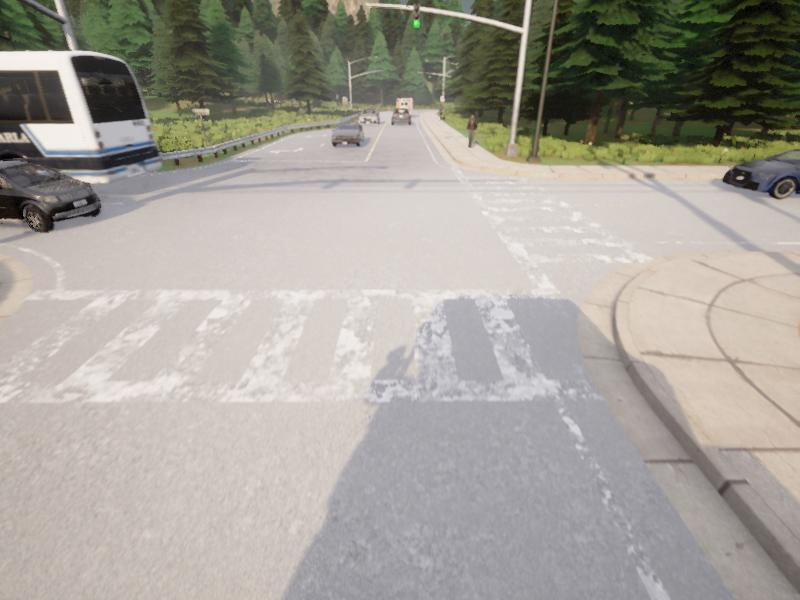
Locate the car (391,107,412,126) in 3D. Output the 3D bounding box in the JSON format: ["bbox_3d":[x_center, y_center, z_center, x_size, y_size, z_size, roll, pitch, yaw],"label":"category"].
[{"bbox_3d":[0.169,-20.658,44.904,2.242,1.667,4.611,0,27,1],"label":"car"}]

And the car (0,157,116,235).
[{"bbox_3d":[-10.003,-2.770,10.416,3.705,1.549,1.789,3,27,8],"label":"car"}]

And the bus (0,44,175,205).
[{"bbox_3d":[-14.210,-5.820,13.414,10.273,4.253,3.944,1,27,2],"label":"bus"}]

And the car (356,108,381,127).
[{"bbox_3d":[-3.346,-20.048,43.738,2.242,1.667,4.611,0,27,1],"label":"car"}]

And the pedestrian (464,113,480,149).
[{"bbox_3d":[4.126,-9.726,23.062,0.751,1.860,0.751,3,27,6],"label":"pedestrian"}]

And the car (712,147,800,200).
[{"bbox_3d":[13.491,-4.282,13.417,4.181,1.385,1.994,0,27,1],"label":"car"}]

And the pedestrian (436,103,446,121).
[{"bbox_3d":[4.823,-22.125,47.132,0.751,1.860,0.751,-8,28,-15],"label":"pedestrian"}]

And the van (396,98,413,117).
[{"bbox_3d":[0.739,-29.077,60.417,2.351,2.431,6.366,1,27,2],"label":"van"}]

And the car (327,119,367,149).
[{"bbox_3d":[-3.460,-11.356,27.166,2.033,1.411,5.357,0,27,0],"label":"car"}]
